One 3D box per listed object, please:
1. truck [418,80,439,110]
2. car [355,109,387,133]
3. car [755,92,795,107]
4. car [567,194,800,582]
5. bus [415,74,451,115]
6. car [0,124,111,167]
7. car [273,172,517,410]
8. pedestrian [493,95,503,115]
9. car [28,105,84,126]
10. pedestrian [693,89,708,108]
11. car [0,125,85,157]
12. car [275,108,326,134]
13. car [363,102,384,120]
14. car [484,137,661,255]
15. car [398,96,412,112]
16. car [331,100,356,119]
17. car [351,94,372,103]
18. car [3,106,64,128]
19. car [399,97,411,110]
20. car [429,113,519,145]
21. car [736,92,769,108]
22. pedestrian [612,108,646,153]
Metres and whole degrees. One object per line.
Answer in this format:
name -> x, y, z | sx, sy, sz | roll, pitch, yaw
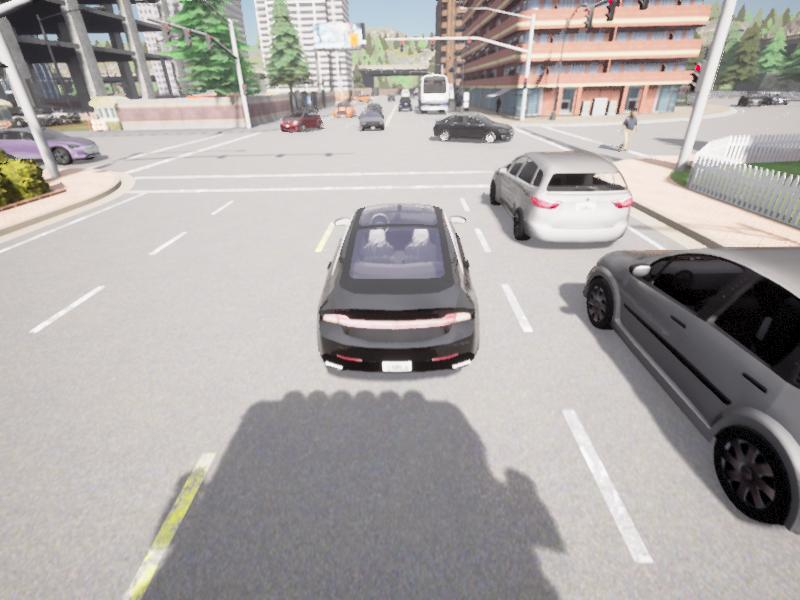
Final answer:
truck -> 4.348, -32.367, 63.059 | 2.891, 3.827, 8.468 | -1, 28, 1
car -> -2.414, -14.511, 32.290 | 2.033, 1.411, 5.357 | -5, 28, -7
car -> 46.209, -24.794, 49.414 | 1.970, 1.475, 3.806 | 7, 29, 15
car -> 3.471, 0.229, 4.046 | 1.851, 1.617, 3.988 | -1, 28, 1
bus -> 4.048, -26.587, 51.736 | 3.944, 4.253, 10.273 | -1, 28, 1
car -> -17.355, -7.486, 19.370 | 4.856, 1.649, 2.033 | -1, 28, 1
car -> -0.001, -0.670, 5.998 | 2.128, 1.511, 4.902 | -1, 28, 1
pedestrian -> 10.434, -20.736, 42.599 | 0.751, 1.860, 0.751 | -3, 28, -3
car -> -36.875, -19.852, 42.976 | 3.866, 1.878, 1.905 | -1, 28, 1
pedestrian -> 34.124, -22.845, 45.402 | 0.751, 1.860, 0.751 | -24, 36, -36
car -> -21.389, -8.963, 22.584 | 5.357, 1.411, 2.033 | -1, 28, 1
car -> -7.856, -14.393, 32.099 | 1.851, 1.617, 3.988 | 10, 30, 20
car -> -2.915, -21.243, 44.914 | 1.837, 1.490, 4.892 | -1, 28, 1
car -> 3.576, -2.731, 9.552 | 2.242, 1.667, 4.611 | -1, 28, 2
car -> 0.749, -27.379, 55.888 | 1.905, 1.878, 3.866 | -1, 28, 1
car -> -6.399, -21.956, 46.094 | 2.097, 1.767, 4.553 | -1, 28, 1
car -> -9.281, -48.974, 97.142 | 4.553, 1.767, 2.097 | -16, 31, -26
car -> -36.909, -18.473, 40.378 | 3.866, 1.878, 1.905 | -1, 28, 1
car -> 0.858, -30.970, 63.025 | 1.801, 1.575, 5.366 | -1, 28, 1
car -> 4.320, -10.276, 23.869 | 4.892, 1.490, 1.837 | 16, 33, 29
car -> 41.757, -23.789, 47.528 | 1.789, 1.549, 3.705 | 11, 30, 21
pedestrian -> 10.527, -7.812, 18.450 | 0.751, 1.860, 0.751 | 1, 28, 5
